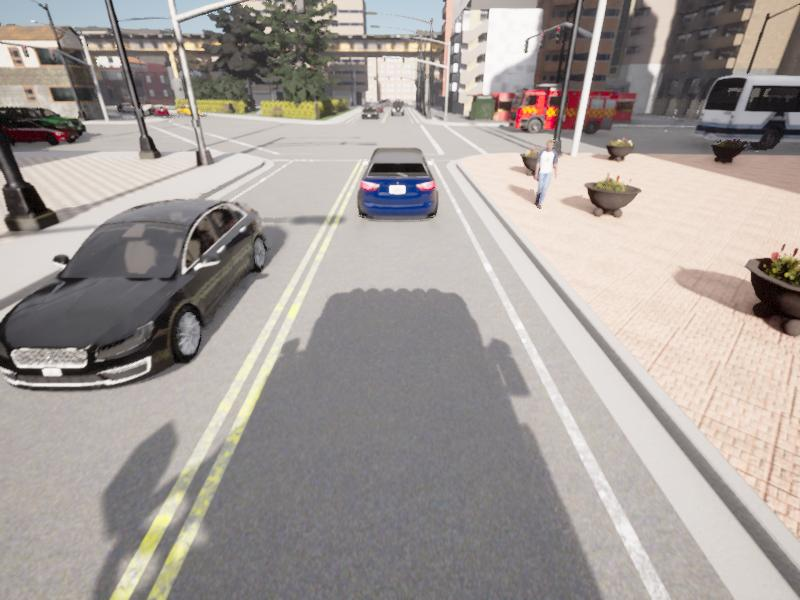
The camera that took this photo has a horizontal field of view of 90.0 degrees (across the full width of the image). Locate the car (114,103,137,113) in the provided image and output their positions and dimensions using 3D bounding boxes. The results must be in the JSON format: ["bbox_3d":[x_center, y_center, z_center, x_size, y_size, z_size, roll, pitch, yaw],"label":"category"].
[{"bbox_3d":[-46.530,-32.526,67.757,3.806,1.475,1.970,24,36,38],"label":"car"}]

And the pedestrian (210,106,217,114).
[{"bbox_3d":[-28.988,-29.587,62.161,0.500,1.100,0.500,4,28,7],"label":"pedestrian"}]

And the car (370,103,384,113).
[{"bbox_3d":[-3.933,-33.342,69.479,2.163,1.488,4.792,0,27,0],"label":"car"}]

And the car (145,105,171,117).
[{"bbox_3d":[-34.969,-27.355,57.788,3.806,1.475,1.970,24,36,39],"label":"car"}]

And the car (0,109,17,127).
[{"bbox_3d":[-39.586,-17.286,37.921,4.181,1.385,1.994,1,27,-1],"label":"car"}]

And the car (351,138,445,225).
[{"bbox_3d":[-0.062,-3.726,11.969,2.242,1.667,4.611,0,28,0],"label":"car"}]

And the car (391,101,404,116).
[{"bbox_3d":[-0.378,-29.290,61.202,1.905,1.878,3.866,0,27,0],"label":"car"}]

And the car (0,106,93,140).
[{"bbox_3d":[-25.971,-12.725,28.757,5.566,2.045,2.150,0,27,-1],"label":"car"}]

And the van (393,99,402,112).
[{"bbox_3d":[-0.466,-36.274,74.609,1.775,1.987,4.442,0,27,0],"label":"van"}]

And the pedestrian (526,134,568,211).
[{"bbox_3d":[3.944,-3.447,10.854,0.751,1.860,0.751,7,28,13],"label":"pedestrian"}]

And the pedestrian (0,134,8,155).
[{"bbox_3d":[-20.889,-8.325,20.194,0.751,1.860,0.751,5,28,9],"label":"pedestrian"}]

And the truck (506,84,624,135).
[{"bbox_3d":[14.180,-16.732,35.107,8.468,3.827,2.891,0,27,-1],"label":"truck"}]

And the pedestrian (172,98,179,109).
[{"bbox_3d":[-45.016,-39.407,80.289,0.751,1.860,0.751,-18,32,-31],"label":"pedestrian"}]

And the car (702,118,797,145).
[{"bbox_3d":[25.702,-12.464,29.590,4.856,1.649,2.033,0,27,-1],"label":"car"}]

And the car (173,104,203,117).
[{"bbox_3d":[-31.210,-27.983,58.904,5.366,1.575,1.801,24,36,38],"label":"car"}]

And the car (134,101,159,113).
[{"bbox_3d":[-44.741,-34.029,70.513,5.027,1.651,2.152,24,36,38],"label":"car"}]

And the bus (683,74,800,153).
[{"bbox_3d":[25.423,-12.079,25.974,10.273,4.253,3.944,0,27,-1],"label":"bus"}]

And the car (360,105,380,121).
[{"bbox_3d":[-3.813,-24.098,51.431,2.152,1.651,5.027,0,27,0],"label":"car"}]

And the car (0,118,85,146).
[{"bbox_3d":[-23.288,-10.847,25.784,4.193,1.474,1.816,0,27,-1],"label":"car"}]

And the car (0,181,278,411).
[{"bbox_3d":[-3.525,-0.597,6.092,1.837,1.490,4.892,0,27,0],"label":"car"}]

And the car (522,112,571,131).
[{"bbox_3d":[14.094,-17.292,38.738,3.806,1.475,1.970,0,27,-1],"label":"car"}]
